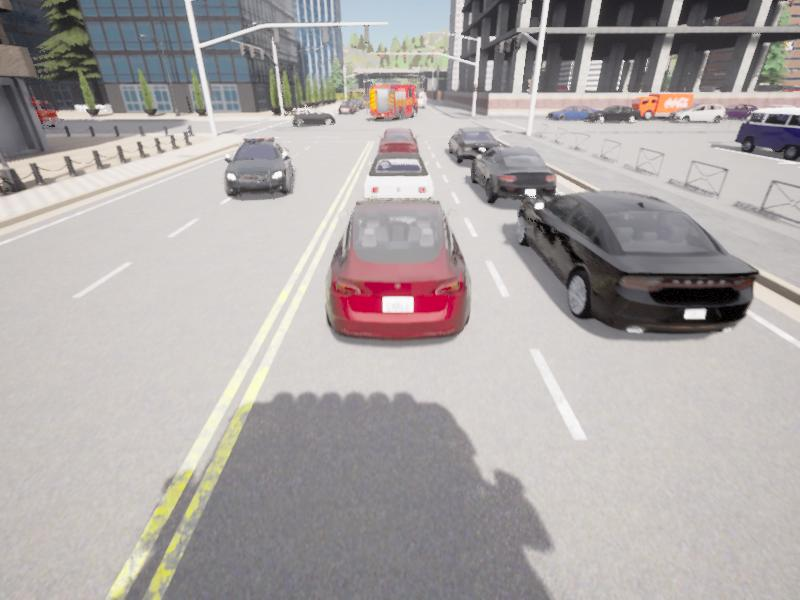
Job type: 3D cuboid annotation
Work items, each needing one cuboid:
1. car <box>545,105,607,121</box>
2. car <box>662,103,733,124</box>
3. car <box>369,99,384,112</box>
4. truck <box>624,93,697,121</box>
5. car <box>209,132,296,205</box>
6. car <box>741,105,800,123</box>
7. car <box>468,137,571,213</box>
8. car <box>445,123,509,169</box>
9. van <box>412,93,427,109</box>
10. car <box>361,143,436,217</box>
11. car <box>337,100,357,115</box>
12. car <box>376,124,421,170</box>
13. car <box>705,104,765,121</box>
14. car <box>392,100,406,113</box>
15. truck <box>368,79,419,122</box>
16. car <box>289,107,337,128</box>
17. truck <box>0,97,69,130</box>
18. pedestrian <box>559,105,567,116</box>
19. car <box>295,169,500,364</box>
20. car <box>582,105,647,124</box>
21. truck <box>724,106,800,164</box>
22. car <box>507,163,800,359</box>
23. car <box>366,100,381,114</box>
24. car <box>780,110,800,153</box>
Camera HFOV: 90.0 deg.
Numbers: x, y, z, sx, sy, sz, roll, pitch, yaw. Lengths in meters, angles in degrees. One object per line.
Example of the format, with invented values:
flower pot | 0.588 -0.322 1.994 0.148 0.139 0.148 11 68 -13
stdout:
car | 17.968 -19.170 41.034 5.357 1.411 2.033 0 28 0
car | 28.070 -17.720 37.906 4.611 1.667 2.242 0 28 0
car | -3.672 -30.371 62.299 2.033 1.649 4.856 0 28 0
truck | 26.411 -19.695 40.811 5.204 2.467 2.627 0 28 0
car | -4.743 -4.678 13.670 2.038 1.542 4.974 -6 28 -10
car | 35.354 -17.675 37.977 3.806 1.475 1.970 0 28 0
car | 3.453 -4.096 12.593 1.812 1.442 4.674 0 28 0
car | 3.443 -7.459 19.030 2.033 1.411 5.357 0 28 0
van | 3.307 -35.095 70.365 2.351 2.431 6.366 0 28 0
car | -0.041 -3.880 12.367 1.895 1.301 4.718 0 28 0
car | -7.151 -25.983 54.019 2.033 1.649 4.856 0 28 0
car | -0.063 -7.194 18.499 1.812 1.442 4.674 0 28 0
car | 34.295 -19.299 41.069 4.193 1.474 1.816 0 28 0
car | -0.163 -28.551 58.935 2.038 1.542 4.974 0 27 0
truck | -0.508 -22.194 44.394 2.891 3.827 8.468 9 29 16
car | -7.857 -16.524 36.167 3.806 1.475 1.970 -11 30 -20
truck | -32.361 -15.985 34.196 5.204 2.467 2.627 0 28 0
pedestrian | 18.784 -21.920 46.188 0.500 1.100 0.500 0 28 0
car | -0.028 -0.992 6.688 2.163 1.488 4.792 0 28 0
car | 20.236 -17.596 37.920 4.892 1.490 1.837 0 28 0
truck | 17.585 -7.513 17.971 2.069 2.038 4.478 0 28 0
car | 3.473 -1.119 6.841 1.882 1.535 5.008 0 28 0
car | -3.657 -26.804 55.570 1.851 1.617 3.988 0 28 0
car | 20.480 -7.469 18.069 1.932 1.855 4.605 0 28 0
